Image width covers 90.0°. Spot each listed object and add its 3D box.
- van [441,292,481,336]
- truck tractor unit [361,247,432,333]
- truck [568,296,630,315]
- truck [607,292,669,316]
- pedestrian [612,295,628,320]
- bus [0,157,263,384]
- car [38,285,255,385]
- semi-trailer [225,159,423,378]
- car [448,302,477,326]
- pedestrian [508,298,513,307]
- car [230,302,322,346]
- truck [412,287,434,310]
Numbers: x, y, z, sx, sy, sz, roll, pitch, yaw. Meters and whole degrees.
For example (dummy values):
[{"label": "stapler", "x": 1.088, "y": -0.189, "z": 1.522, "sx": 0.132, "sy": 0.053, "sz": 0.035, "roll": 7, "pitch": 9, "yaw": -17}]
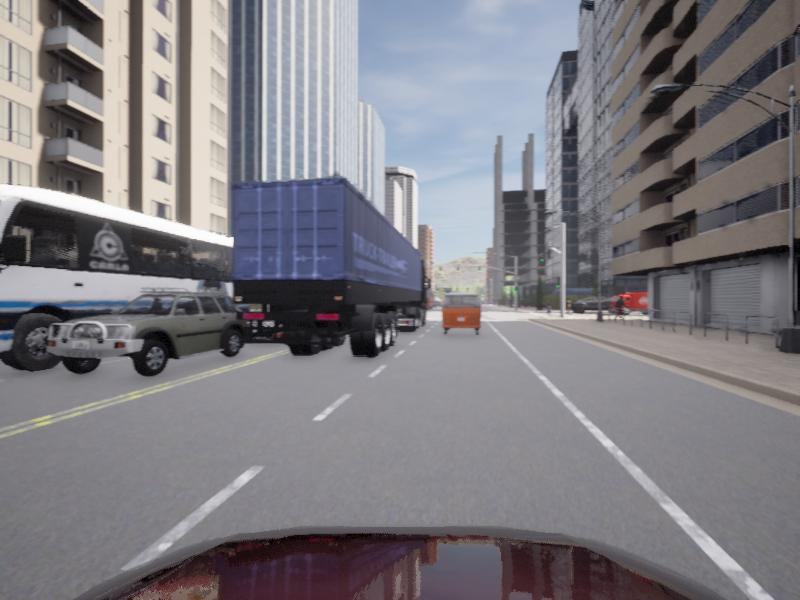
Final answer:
[{"label": "van", "x": 3.122, "y": 0.616, "z": 20.240, "sx": 1.775, "sy": 1.987, "sz": 4.442, "roll": 0, "pitch": 0, "yaw": 9}, {"label": "truck tractor unit", "x": 0.052, "y": -0.504, "z": 23.108, "sx": 3.053, "sy": 4.208, "sz": 6.516, "roll": 0, "pitch": 0, "yaw": 9}, {"label": "truck", "x": 23.692, "y": 0.619, "z": 47.876, "sx": 6.274, "sy": 2.098, "sz": 2.390, "roll": 0, "pitch": 0, "yaw": 10}, {"label": "truck", "x": 25.985, "y": 0.436, "z": 43.910, "sx": 5.204, "sy": 2.467, "sz": 2.627, "roll": 0, "pitch": 0, "yaw": 10}, {"label": "pedestrian", "x": 16.357, "y": 0.534, "z": 29.733, "sx": 0.751, "sy": 1.860, "sz": 0.751, "roll": 0, "pitch": 0, "yaw": -23}, {"label": "bus", "x": -8.668, "y": -0.549, "z": 12.459, "sx": 3.944, "sy": 4.253, "sz": 10.273, "roll": 0, "pitch": 0, "yaw": 9}, {"label": "car", "x": -5.673, "y": 0.643, "z": 9.859, "sx": 1.932, "sy": 1.855, "sz": 4.605, "roll": 0, "pitch": 0, "yaw": 9}, {"label": "semi-trailer", "x": -1.221, "y": -0.613, "z": 15.297, "sx": 2.717, "sy": 4.402, "sz": 14.254, "roll": 0, "pitch": 0, "yaw": 9}, {"label": "car", "x": 4.339, "y": 0.892, "z": 27.661, "sx": 1.812, "sy": 1.442, "sz": 4.674, "roll": 0, "pitch": 0, "yaw": 9}, {"label": "pedestrian", "x": 22.402, "y": 0.572, "z": 81.165, "sx": 0.751, "sy": 1.860, "sz": 0.751, "roll": 0, "pitch": 0, "yaw": -7}, {"label": "car", "x": -4.696, "y": 0.848, "z": 15.797, "sx": 1.970, "sy": 1.475, "sz": 3.806, "roll": 0, "pitch": 0, "yaw": 9}, {"label": "truck", "x": 4.169, "y": -0.281, "z": 69.936, "sx": 2.891, "sy": 3.827, "sz": 8.468, "roll": 0, "pitch": 0, "yaw": 9}]
